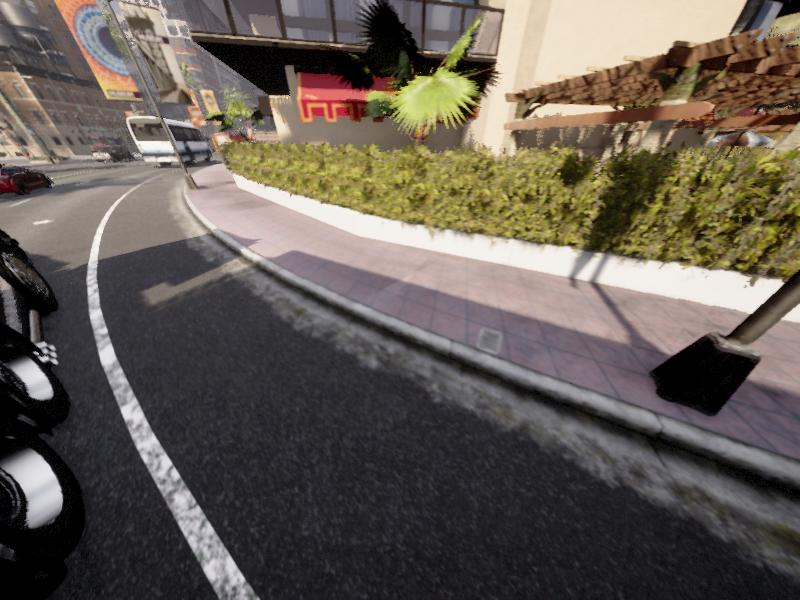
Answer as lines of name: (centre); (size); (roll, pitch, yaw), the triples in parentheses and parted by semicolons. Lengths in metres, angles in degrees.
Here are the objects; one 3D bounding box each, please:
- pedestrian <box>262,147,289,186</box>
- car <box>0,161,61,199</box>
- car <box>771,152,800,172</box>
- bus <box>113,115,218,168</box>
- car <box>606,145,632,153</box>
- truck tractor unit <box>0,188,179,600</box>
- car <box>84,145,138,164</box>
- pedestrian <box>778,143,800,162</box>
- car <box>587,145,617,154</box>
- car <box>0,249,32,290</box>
pedestrian: (-7.084, -7.641, 13.221); (0.751, 1.860, 0.751); (-23, 41, -30)
car: (-20.848, -6.362, 12.138); (1.994, 1.385, 4.181); (-21, 40, -27)
car: (36.891, -11.609, 19.611); (2.033, 1.411, 5.357); (-8, 35, -11)
bus: (-26.154, -18.327, 26.986); (3.944, 4.253, 10.273); (-11, 35, -15)
car: (52.465, -36.216, 55.281); (4.674, 1.442, 1.812); (-8, 35, -11)
truck tractor unit: (-4.981, -0.407, 0.969); (6.516, 4.208, 3.053); (23, 41, 30)
car: (-37.827, -19.258, 30.454); (1.932, 1.855, 4.605); (-8, 36, -11)
pedestrian: (46.466, -17.421, 27.310); (0.751, 1.860, 0.751); (-2, 35, -3)
car: (44.291, -33.061, 50.686); (4.792, 1.488, 2.163); (-8, 35, -11)
car: (-10.345, -0.851, 3.945); (5.366, 1.575, 1.801); (6, 35, 8)
